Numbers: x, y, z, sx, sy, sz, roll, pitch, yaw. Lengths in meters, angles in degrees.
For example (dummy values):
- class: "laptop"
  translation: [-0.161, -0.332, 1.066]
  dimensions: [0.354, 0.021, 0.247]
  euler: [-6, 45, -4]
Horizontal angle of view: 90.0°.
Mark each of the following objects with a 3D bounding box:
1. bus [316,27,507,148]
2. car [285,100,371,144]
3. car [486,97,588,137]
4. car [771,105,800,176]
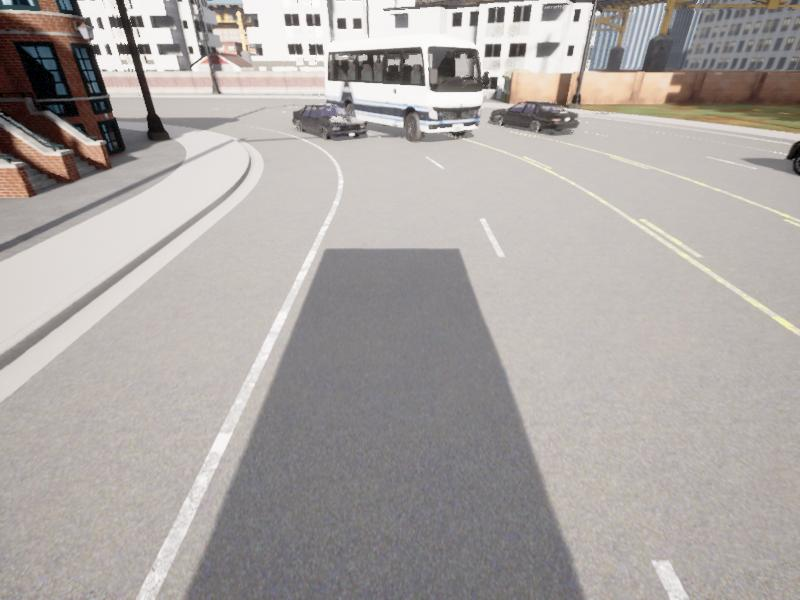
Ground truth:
- class: "bus"
  translation: [-0.106, -10.953, 20.521]
  dimensions: [3.944, 4.253, 10.273]
  euler: [-19, 35, -30]
- class: "car"
  translation: [-3.715, -9.049, 20.093]
  dimensions: [2.033, 1.411, 5.357]
  euler: [-19, 35, -29]
- class: "car"
  translation: [7.213, -10.088, 21.860]
  dimensions: [2.033, 1.411, 5.357]
  euler: [-14, 33, -22]
- class: "car"
  translation: [13.864, -3.974, 10.751]
  dimensions: [2.150, 2.045, 5.566]
  euler: [-2, 30, -3]
